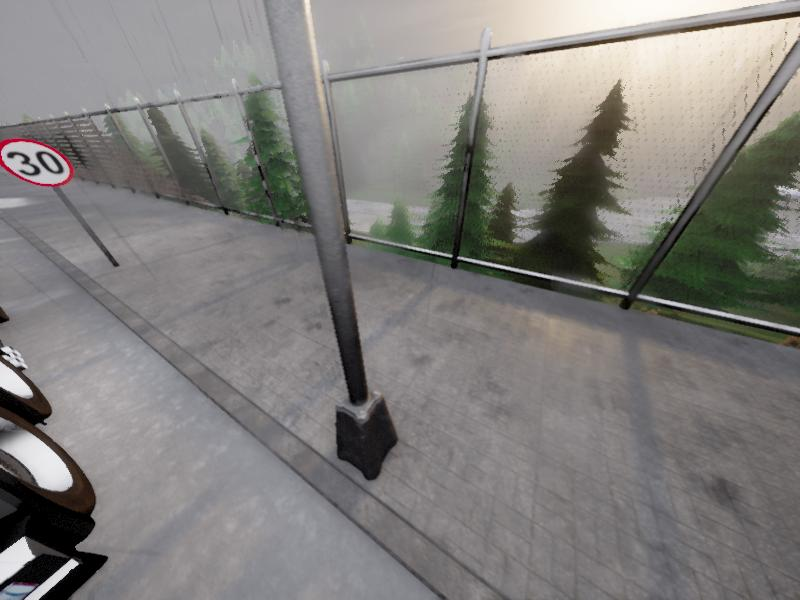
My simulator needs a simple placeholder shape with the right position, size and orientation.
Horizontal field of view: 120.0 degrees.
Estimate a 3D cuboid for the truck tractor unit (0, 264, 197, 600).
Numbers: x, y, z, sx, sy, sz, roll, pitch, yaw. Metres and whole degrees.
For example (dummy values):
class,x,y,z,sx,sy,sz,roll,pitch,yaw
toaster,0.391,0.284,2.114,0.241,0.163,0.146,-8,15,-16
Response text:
class,x,y,z,sx,sy,sz,roll,pitch,yaw
truck tractor unit,-5.119,-0.291,0.789,6.516,4.208,3.053,18,39,24
